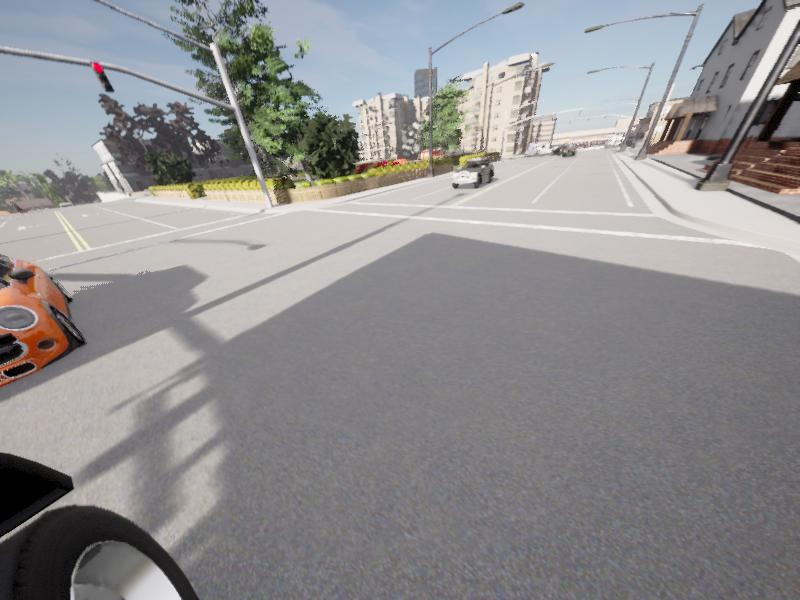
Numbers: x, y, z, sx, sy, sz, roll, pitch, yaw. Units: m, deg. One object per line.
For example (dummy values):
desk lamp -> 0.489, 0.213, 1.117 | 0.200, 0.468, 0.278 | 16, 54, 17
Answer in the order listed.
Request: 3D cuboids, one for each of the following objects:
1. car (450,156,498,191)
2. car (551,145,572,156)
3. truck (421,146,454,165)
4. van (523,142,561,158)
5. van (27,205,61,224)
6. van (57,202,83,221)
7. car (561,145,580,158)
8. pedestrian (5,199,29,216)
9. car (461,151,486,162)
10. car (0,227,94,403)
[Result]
car -> 5.700, -9.716, 17.613 | 1.932, 1.855, 4.605 | 17, 38, 32
car -> 32.718, -30.299, 46.922 | 1.851, 1.617, 3.988 | 1, 33, 10
truck -> 10.216, -39.897, 63.901 | 8.468, 3.827, 2.891 | 18, 38, 32
van -> 31.515, -33.499, 51.542 | 6.366, 2.431, 2.351 | 0, 32, 9
van -> -72.894, -17.443, 47.378 | 6.366, 2.431, 2.351 | 6, 32, 38
van -> -71.581, -19.223, 50.235 | 5.915, 2.561, 1.988 | 6, 32, 38
car -> 30.742, -26.706, 41.555 | 2.038, 1.542, 4.974 | 17, 39, 32
pedestrian -> -49.326, -11.930, 29.780 | 0.751, 1.860, 0.751 | 20, 40, 35
car -> 18.654, -36.497, 58.788 | 5.566, 2.045, 2.150 | 18, 38, 32
car -> -7.470, 0.168, 3.752 | 4.553, 1.767, 2.097 | 17, 38, 32
